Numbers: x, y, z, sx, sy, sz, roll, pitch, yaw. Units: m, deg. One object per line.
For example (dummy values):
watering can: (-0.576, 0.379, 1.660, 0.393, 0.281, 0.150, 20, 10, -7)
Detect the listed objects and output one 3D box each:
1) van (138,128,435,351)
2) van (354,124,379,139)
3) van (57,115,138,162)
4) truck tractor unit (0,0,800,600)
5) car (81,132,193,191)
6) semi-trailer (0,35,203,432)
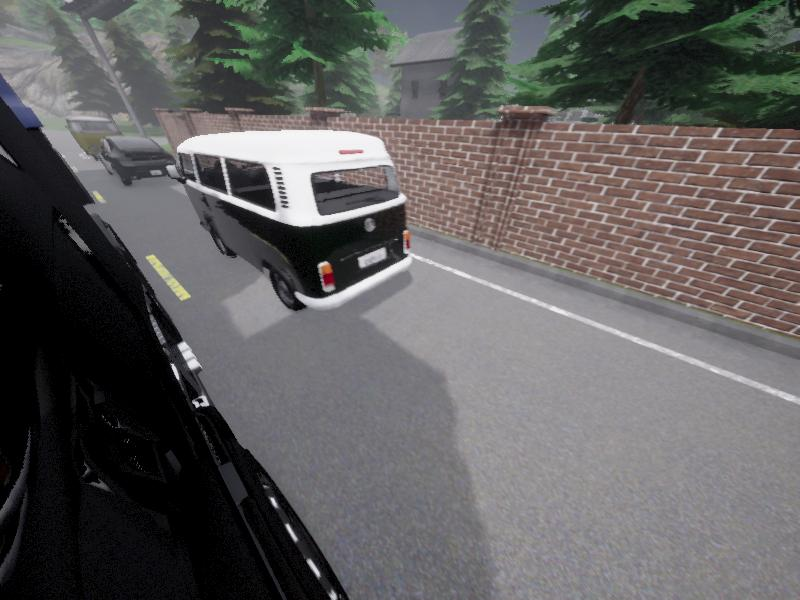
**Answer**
van: (-1.963, -1.558, 3.865, 4.480, 2.038, 2.069, 27, 43, 32)
van: (-6.087, -31.241, 42.786, 2.069, 2.038, 4.480, 26, 43, 28)
van: (-17.901, -9.622, 13.676, 4.442, 1.987, 1.775, 27, 43, 29)
truck tractor unit: (-2.645, -0.295, 0.351, 6.516, 4.208, 3.053, 28, 44, 30)
car: (-10.873, -5.858, 9.513, 4.892, 1.490, 1.837, 27, 43, 29)
semi-trailer: (-8.781, -3.550, 4.142, 14.254, 4.402, 2.717, 27, 43, 29)
